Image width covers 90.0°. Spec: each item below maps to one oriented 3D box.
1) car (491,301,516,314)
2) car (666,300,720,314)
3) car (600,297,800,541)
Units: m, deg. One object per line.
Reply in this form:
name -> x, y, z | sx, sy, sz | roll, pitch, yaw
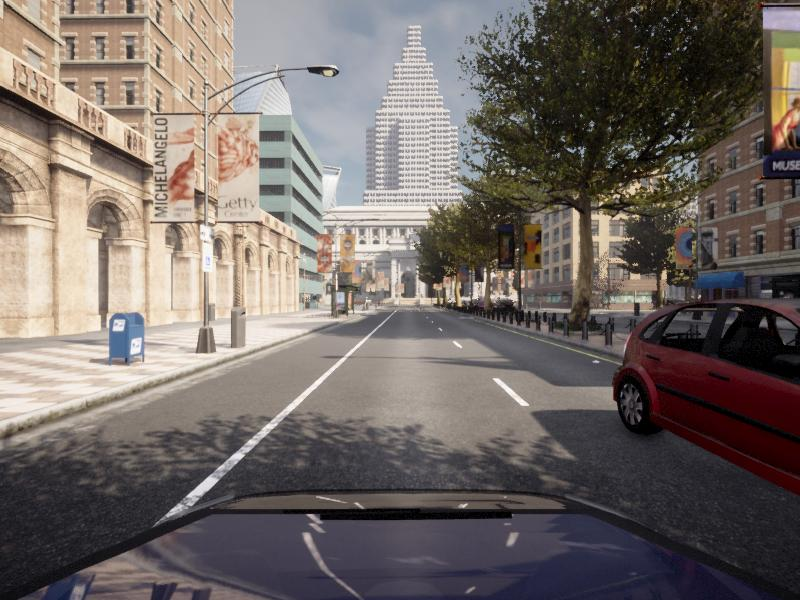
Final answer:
car -> 12.468, 0.870, 48.354 | 1.812, 1.442, 4.674 | 0, 0, 1
car -> 34.731, 0.826, 47.556 | 4.974, 1.542, 2.038 | 0, 0, -1
car -> 3.587, 0.788, 3.390 | 1.851, 1.617, 3.988 | 0, 0, 1
